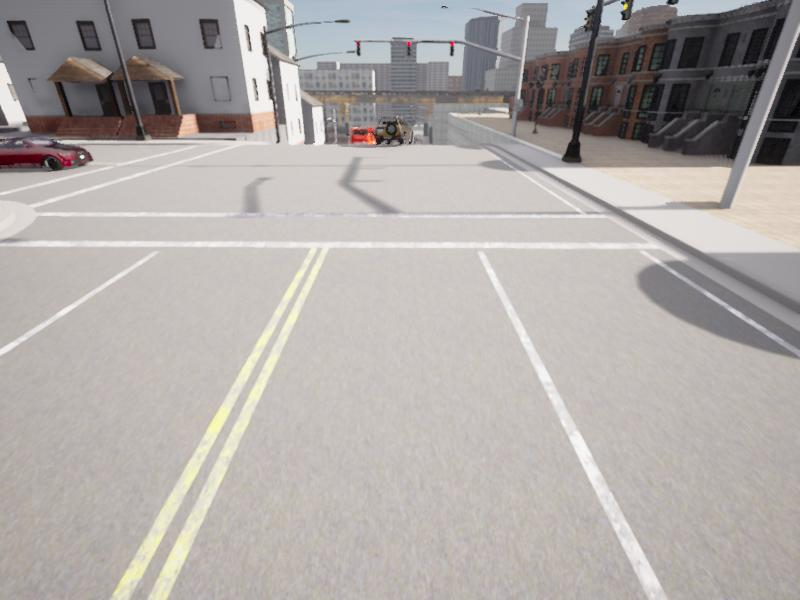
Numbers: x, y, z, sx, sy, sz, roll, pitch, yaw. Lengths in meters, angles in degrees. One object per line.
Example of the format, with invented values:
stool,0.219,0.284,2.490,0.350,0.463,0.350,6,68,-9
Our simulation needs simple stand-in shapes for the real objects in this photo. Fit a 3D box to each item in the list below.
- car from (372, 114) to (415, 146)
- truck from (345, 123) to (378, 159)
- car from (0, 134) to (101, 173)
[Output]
car,-0.351,-11.860,28.065,1.932,1.855,4.605,5,22,11
truck,-3.565,-15.137,38.379,2.627,2.467,5.204,-1,14,0
car,-16.560,-6.661,18.136,4.181,1.385,1.994,-2,27,-4
